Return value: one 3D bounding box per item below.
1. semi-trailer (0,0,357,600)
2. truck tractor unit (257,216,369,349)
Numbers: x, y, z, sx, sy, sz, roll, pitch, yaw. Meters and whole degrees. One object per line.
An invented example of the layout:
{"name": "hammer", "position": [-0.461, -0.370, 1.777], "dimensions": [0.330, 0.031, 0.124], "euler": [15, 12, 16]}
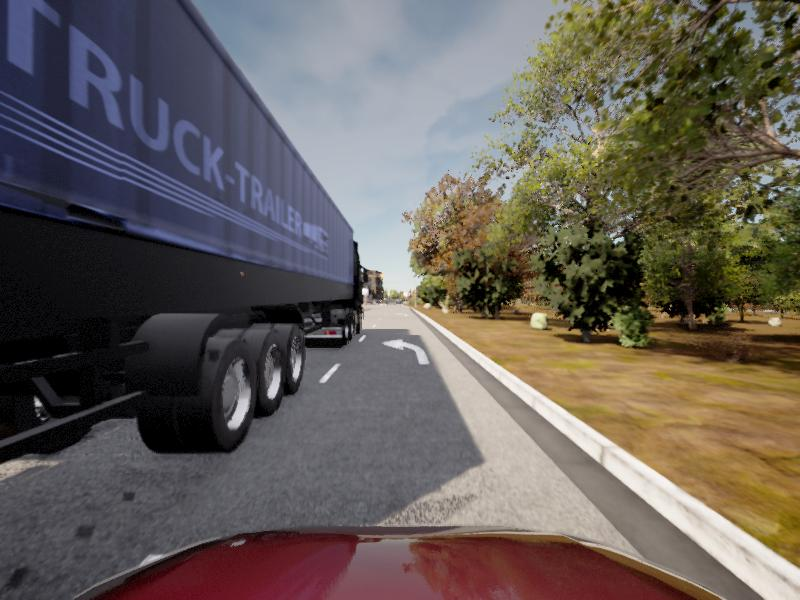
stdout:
{"name": "semi-trailer", "position": [-2.996, -0.639, 8.079], "dimensions": [2.717, 4.402, 14.254], "euler": [0, 0, 0]}
{"name": "truck tractor unit", "position": [-3.008, -0.583, 15.994], "dimensions": [3.053, 4.208, 6.516], "euler": [0, 1, 0]}
